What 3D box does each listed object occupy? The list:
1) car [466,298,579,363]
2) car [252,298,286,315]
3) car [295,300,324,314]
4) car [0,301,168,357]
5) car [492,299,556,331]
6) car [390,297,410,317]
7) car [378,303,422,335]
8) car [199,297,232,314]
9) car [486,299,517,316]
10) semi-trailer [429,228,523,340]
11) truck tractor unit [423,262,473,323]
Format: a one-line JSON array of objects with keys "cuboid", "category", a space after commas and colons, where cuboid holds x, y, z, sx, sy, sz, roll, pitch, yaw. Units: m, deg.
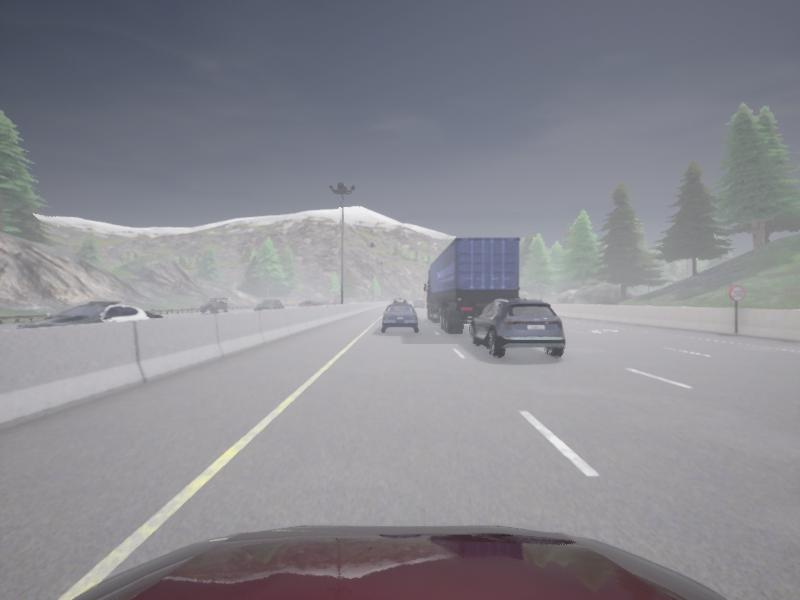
[{"cuboid": [3.496, 0.773, 12.555, 2.033, 1.649, 4.856, 0, 0, 0], "category": "car"}, {"cuboid": [-13.996, 0.678, 43.017, 2.097, 1.767, 4.553, 0, 0, 0], "category": "car"}, {"cuboid": [-10.690, 0.811, 47.702, 2.007, 1.525, 4.514, 0, 0, 6], "category": "car"}, {"cuboid": [-10.500, 0.818, 13.842, 2.038, 1.542, 4.974, 0, 0, 0], "category": "car"}, {"cuboid": [7.002, 0.772, 23.172, 2.152, 1.651, 5.027, 0, 0, 0], "category": "car"}, {"cuboid": [0.005, 0.638, 39.945, 1.932, 1.855, 4.605, 0, 0, 0], "category": "car"}, {"cuboid": [0.003, 0.887, 21.000, 2.033, 1.411, 5.357, 0, 0, 0], "category": "car"}, {"cuboid": [-20.999, 0.631, 45.688, 1.905, 1.878, 3.866, 0, 0, 0], "category": "car"}, {"cuboid": [10.502, 0.763, 41.864, 2.033, 1.649, 4.856, 0, 0, 0], "category": "car"}, {"cuboid": [3.492, -0.629, 22.884, 2.717, 4.402, 14.254, 0, 0, 0], "category": "semi-trailer"}, {"cuboid": [3.507, -0.539, 30.803, 3.053, 4.208, 6.516, 0, 0, 0], "category": "truck tractor unit"}]
